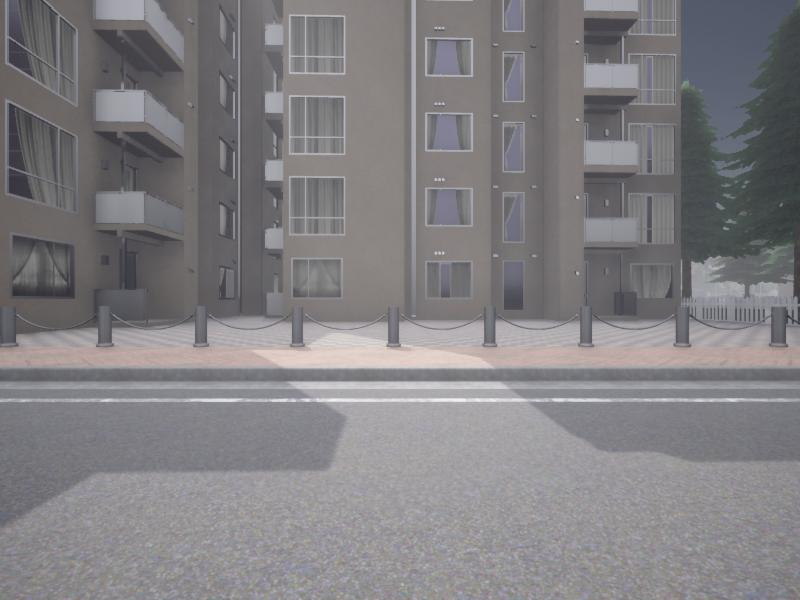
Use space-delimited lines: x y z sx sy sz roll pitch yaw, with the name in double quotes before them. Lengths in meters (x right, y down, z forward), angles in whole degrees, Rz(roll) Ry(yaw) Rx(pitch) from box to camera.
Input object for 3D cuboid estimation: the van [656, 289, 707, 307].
"van" 40.253 -0.277 57.331 5.915 2.561 1.988 0 0 -1
